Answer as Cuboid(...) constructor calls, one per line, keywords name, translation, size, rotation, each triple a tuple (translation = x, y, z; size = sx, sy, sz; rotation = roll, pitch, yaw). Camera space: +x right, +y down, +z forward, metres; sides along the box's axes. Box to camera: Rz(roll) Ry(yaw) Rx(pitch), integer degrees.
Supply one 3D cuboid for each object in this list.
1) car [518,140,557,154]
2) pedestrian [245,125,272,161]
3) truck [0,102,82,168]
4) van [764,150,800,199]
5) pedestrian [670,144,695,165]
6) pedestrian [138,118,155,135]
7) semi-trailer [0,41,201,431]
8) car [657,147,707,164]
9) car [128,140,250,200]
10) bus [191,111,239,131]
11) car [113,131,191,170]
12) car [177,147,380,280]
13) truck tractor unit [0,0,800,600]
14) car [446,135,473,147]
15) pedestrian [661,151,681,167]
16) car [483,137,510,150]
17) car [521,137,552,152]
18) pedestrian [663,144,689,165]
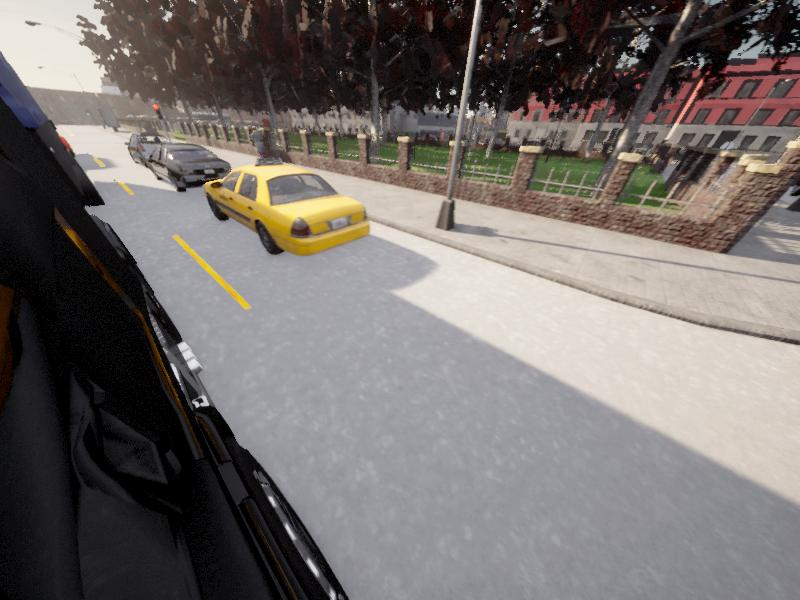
Cuboid(name="car", translation=(21.858, -24.514, 36.881), size=(4.892, 1.490, 1.837), rotation=(27, 43, 30))
Cuboid(name="pedestrian", translation=(-9.215, -10.220, 15.100), size=(0.751, 1.860, 0.751), rotation=(28, 43, 30))
Cuboid(name="truck", translation=(-19.956, -8.847, 12.275), size=(5.204, 2.467, 2.627), rotation=(29, 44, 31))
Cuboid(name="van", translation=(23.242, -6.827, 12.622), size=(2.069, 2.038, 4.480), rotation=(28, 43, 30))
Cuboid(name="pedestrian", translation=(30.766, -15.822, 25.180), size=(0.751, 1.860, 0.751), rotation=(-15, 40, -22))
Cuboid(name="pedestrian", translation=(-35.590, -24.289, 32.441), size=(0.751, 1.860, 0.751), rotation=(28, 43, 30))
Cuboid(name="semi-trailer", translation=(-8.689, -3.599, 4.255), size=(14.254, 4.402, 2.717), rotation=(28, 43, 30))
Cuboid(name="car", translation=(36.995, -19.045, 30.417), size=(1.845, 1.501, 3.633), rotation=(-17, 41, -25))
Cuboid(name="car", translation=(-8.559, -5.445, 9.301), size=(5.357, 1.411, 2.033), rotation=(28, 43, 30))
Cuboid(name="bus", translation=(-57.294, -55.640, 71.982), size=(3.944, 4.253, 10.273), rotation=(28, 43, 30))
Cuboid(name="car", translation=(-13.606, -8.280, 12.697), size=(3.633, 1.501, 1.845), rotation=(27, 43, 29))
Cuboid(name="car", translation=(-3.022, -2.470, 5.474), size=(5.366, 1.575, 1.801), rotation=(29, 44, 31))
Cuboid(name="truck tractor unit", translation=(-2.645, -0.295, 0.351), size=(6.516, 4.208, 3.053), rotation=(28, 44, 30))
Cuboid(name="car", translation=(11.231, -30.194, 43.856), size=(4.514, 1.525, 2.007), rotation=(28, 43, 30))
Cuboid(name="pedestrian", translation=(27.523, -14.379, 23.498), size=(0.751, 1.300, 0.751), rotation=(28, 43, 30))
Cuboid(name="car", translation=(16.721, -27.279, 40.241), size=(3.705, 1.549, 1.789), rotation=(28, 43, 30))
Cuboid(name="car", translation=(23.493, -26.919, 39.897), size=(3.866, 1.878, 1.905), rotation=(28, 43, 30))
Cuboid(name="pedestrian", translation=(30.193, -15.941, 25.305), size=(0.751, 1.860, 0.751), rotation=(0, 37, -4))
